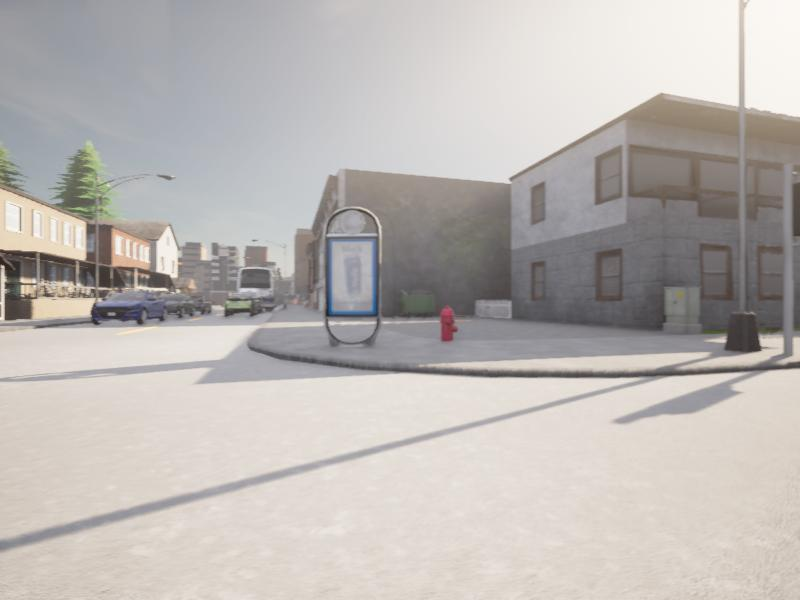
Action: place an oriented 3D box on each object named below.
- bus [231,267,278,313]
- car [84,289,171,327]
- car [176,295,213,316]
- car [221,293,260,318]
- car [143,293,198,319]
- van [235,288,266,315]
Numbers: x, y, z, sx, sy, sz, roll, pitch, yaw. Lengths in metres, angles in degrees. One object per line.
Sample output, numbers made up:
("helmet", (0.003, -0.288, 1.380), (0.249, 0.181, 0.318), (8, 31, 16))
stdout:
("bus", (-15.068, -0.938, 42.373), (3.944, 4.253, 10.273), (0, 0, -16))
("car", (-12.533, 0.315, 18.837), (1.882, 1.535, 5.008), (0, 0, -16))
("car", (-16.065, 0.403, 31.509), (1.816, 1.474, 4.193), (0, 0, -16))
("car", (-10.717, 0.357, 27.180), (2.007, 1.525, 4.514), (0, 0, -15))
("car", (-14.334, 0.366, 25.293), (1.837, 1.490, 4.892), (0, 0, -16))
("van", (-12.502, 0.129, 33.622), (2.069, 2.038, 4.480), (0, 0, -16))
